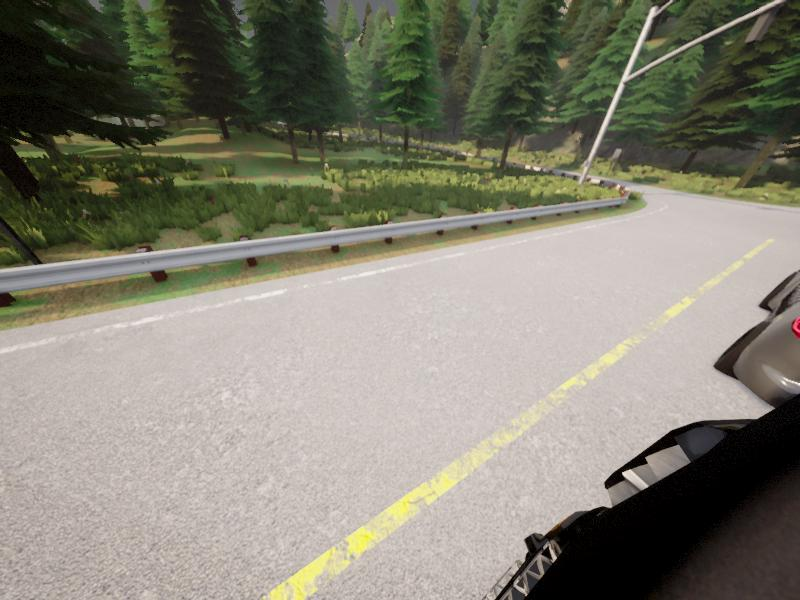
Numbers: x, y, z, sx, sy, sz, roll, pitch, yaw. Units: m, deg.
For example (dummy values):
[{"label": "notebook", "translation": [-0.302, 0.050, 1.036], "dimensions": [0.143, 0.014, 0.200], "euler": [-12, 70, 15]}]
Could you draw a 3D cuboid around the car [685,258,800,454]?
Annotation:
[{"label": "car", "translation": [5.834, 0.317, 2.372], "dimensions": [4.611, 1.667, 2.242], "euler": [-16, 38, -26]}]
